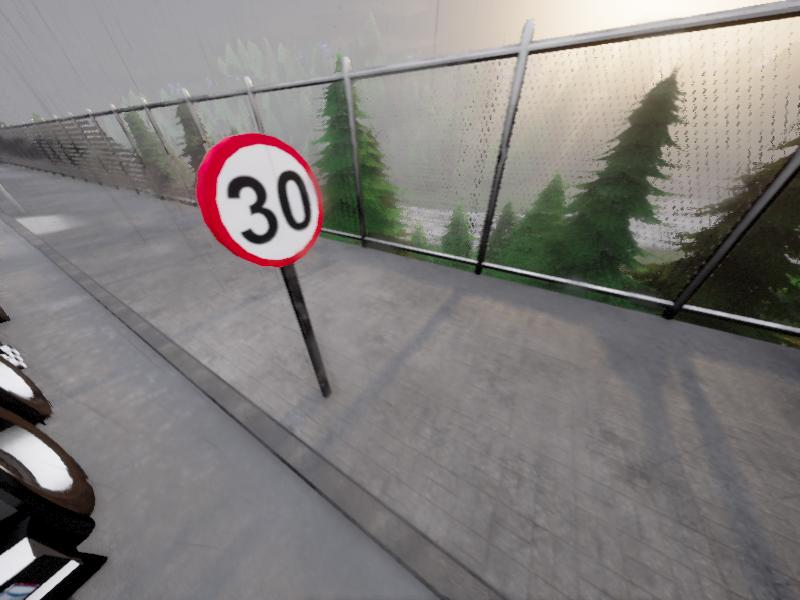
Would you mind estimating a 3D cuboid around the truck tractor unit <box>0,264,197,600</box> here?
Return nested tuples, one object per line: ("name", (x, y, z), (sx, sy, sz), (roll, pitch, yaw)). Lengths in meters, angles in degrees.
("truck tractor unit", (-5.109, -0.303, 0.779), (6.516, 4.208, 3.053), (18, 39, 24))
